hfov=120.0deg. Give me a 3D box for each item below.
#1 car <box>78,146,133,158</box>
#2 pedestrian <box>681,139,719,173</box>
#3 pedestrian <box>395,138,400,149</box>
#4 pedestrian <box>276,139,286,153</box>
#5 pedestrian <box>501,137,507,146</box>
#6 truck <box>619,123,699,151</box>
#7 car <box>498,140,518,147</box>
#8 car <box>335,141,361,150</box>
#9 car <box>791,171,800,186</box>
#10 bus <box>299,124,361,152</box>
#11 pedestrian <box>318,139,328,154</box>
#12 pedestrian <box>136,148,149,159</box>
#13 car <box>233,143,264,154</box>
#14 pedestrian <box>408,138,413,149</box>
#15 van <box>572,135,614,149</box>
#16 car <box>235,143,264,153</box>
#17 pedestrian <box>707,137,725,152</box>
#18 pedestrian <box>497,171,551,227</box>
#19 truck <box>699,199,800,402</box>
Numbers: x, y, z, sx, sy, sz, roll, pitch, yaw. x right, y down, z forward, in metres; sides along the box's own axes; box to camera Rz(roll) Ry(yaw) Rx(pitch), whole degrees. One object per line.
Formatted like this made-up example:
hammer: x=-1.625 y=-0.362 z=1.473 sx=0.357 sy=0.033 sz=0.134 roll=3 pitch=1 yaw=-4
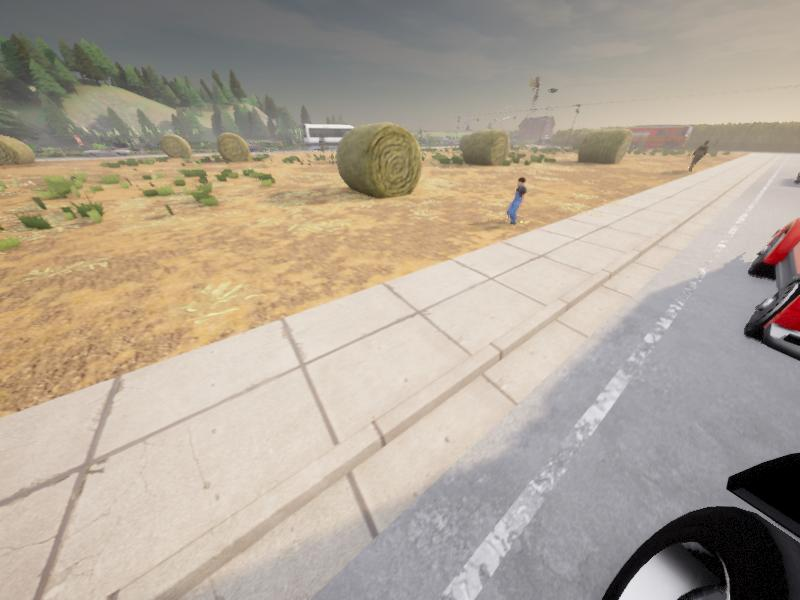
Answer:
car: x=-43.980 y=-22.244 z=34.710 sx=4.718 sy=1.301 sz=1.895 roll=-20 pitch=39 yaw=-25
pedestrian: x=20.105 y=-9.699 z=15.540 sx=0.751 sy=1.860 sz=0.751 roll=25 pitch=42 yaw=31
pedestrian: x=-0.558 y=-32.848 z=48.531 sx=0.751 sy=1.860 sz=0.751 roll=-20 pitch=40 yaw=-26
pedestrian: x=-19.678 y=-25.425 z=38.192 sx=0.751 sy=1.860 sz=0.751 roll=-26 pitch=43 yaw=-32
pedestrian: x=26.729 y=-40.761 z=59.547 sx=0.751 sy=1.860 sz=0.751 roll=23 pitch=41 yaw=29
truck: x=46.626 y=-29.586 z=42.122 sx=2.891 sy=3.827 sz=8.468 roll=-22 pitch=40 yaw=-27
car: x=29.374 y=-42.628 z=62.803 sx=4.792 sy=1.488 sz=2.163 roll=14 pitch=38 yaw=20
car: x=-11.368 y=-33.897 z=50.627 sx=4.856 sy=1.649 sz=2.033 roll=-20 pitch=40 yaw=-25
car: x=23.380 y=-6.960 z=12.360 sx=4.181 sy=1.385 sz=1.994 roll=-22 pitch=41 yaw=-28
bus: x=-13.551 y=-31.910 z=45.556 sx=10.273 sy=4.253 sz=3.944 roll=-20 pitch=40 yaw=-25
pedestrian: x=-11.811 y=-23.572 z=35.489 sx=0.751 sy=1.860 sz=0.751 roll=5 pitch=36 yaw=8
pedestrian: x=-32.041 y=-18.208 z=28.753 sx=0.500 sy=1.100 sz=0.500 roll=-5 pitch=35 yaw=-6
car: x=-26.251 y=-26.221 z=40.024 sx=4.193 sy=1.474 sz=1.816 roll=-20 pitch=39 yaw=-25
pedestrian: x=2.294 y=-32.968 z=48.674 sx=0.751 sy=1.860 sz=0.751 roll=-20 pitch=40 yaw=-26
van: x=43.141 y=-35.567 z=51.844 sx=2.351 sy=2.431 sz=6.366 roll=-22 pitch=40 yaw=-27
car: x=-27.751 y=-28.047 z=42.626 sx=4.193 sy=1.474 sz=1.816 roll=-19 pitch=39 yaw=-25
pedestrian: x=48.237 y=-23.780 z=35.275 sx=0.751 sy=1.860 sz=0.751 roll=-23 pitch=41 yaw=-28
pedestrian: x=3.363 y=-2.785 z=6.386 sx=0.751 sy=1.300 sz=0.751 roll=-2 pitch=35 yaw=-2
truck: x=6.573 y=-0.547 z=2.479 sx=5.204 sy=2.467 sz=2.627 roll=-22 pitch=41 yaw=-28
